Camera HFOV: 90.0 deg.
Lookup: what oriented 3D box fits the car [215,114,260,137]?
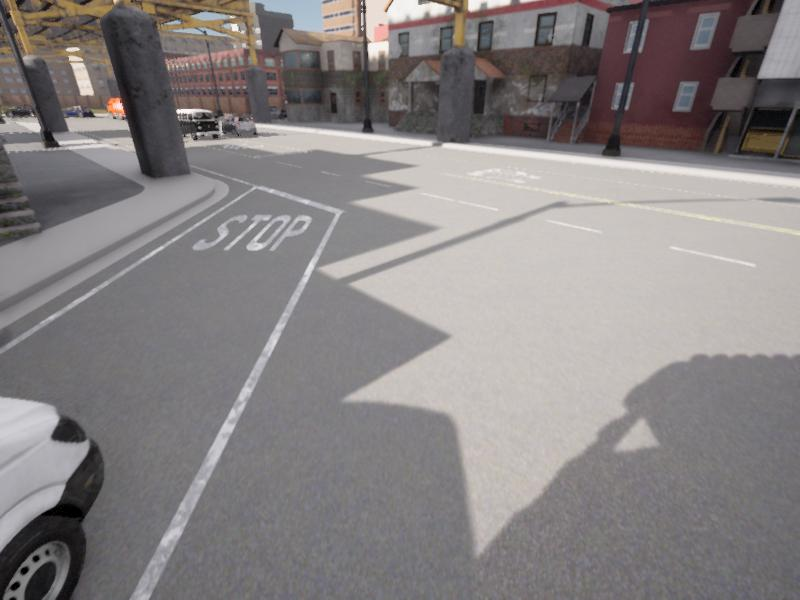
[{"bbox_3d":[-13.283,-14.269,32.626,1.845,1.501,3.633,-24,36,-38],"label":"car"}]

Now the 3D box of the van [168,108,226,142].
[{"bbox_3d":[-15.129,-13.102,29.791,2.069,2.038,4.480,-24,35,-39],"label":"van"}]

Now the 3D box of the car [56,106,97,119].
[{"bbox_3d":[-44.268,-25.709,54.794,3.806,1.475,1.970,5,28,9],"label":"car"}]

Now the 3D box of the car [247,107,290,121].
[{"bbox_3d":[-16.790,-23.914,51.304,4.974,1.542,2.038,-7,28,-13],"label":"car"}]

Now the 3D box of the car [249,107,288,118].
[{"bbox_3d":[-16.739,-24.060,51.244,4.536,1.218,1.853,-7,28,-13],"label":"car"}]

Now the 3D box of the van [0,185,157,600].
[{"bbox_3d":[-3.252,1.789,0.350,1.988,2.561,5.915,1,27,2],"label":"van"}]

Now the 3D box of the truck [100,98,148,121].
[{"bbox_3d":[-35.057,-24.235,50.818,5.204,2.467,2.627,17,31,30],"label":"truck"}]
